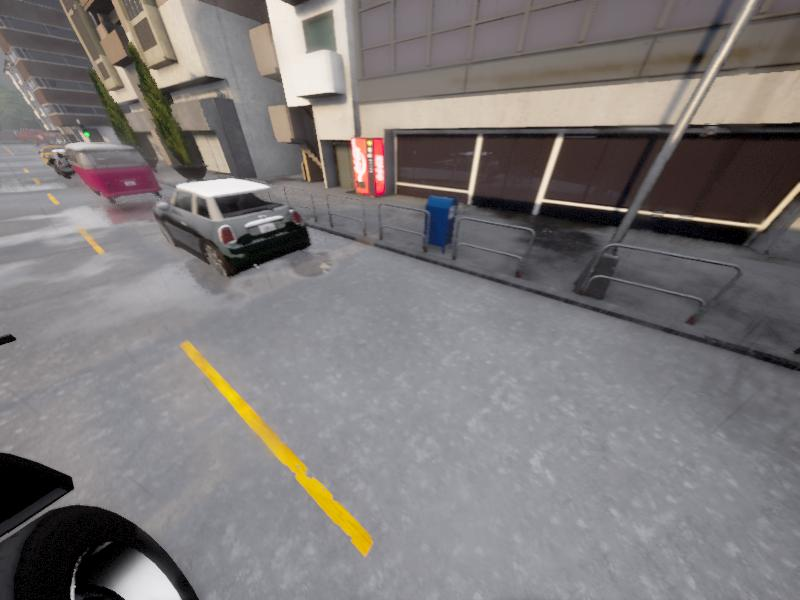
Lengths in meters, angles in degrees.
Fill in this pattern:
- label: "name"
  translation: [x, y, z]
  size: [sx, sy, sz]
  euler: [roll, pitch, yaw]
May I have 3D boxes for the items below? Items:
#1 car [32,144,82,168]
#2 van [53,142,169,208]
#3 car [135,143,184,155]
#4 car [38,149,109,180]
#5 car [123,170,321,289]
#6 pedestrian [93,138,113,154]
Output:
- label: "car"
  translation: [-30.618, -12.975, 20.686]
  size: [5.366, 1.575, 1.801]
  euler: [25, 42, 31]
- label: "van"
  translation: [-12.353, -5.519, 9.914]
  size: [4.442, 1.987, 1.775]
  euler: [22, 41, 28]
- label: "car"
  translation: [-36.017, -22.775, 34.788]
  size: [1.895, 1.301, 4.718]
  euler: [24, 42, 30]
- label: "car"
  translation: [-21.870, -9.192, 15.484]
  size: [3.806, 1.475, 1.970]
  euler: [22, 41, 28]
- label: "car"
  translation: [-3.991, -1.900, 5.293]
  size: [3.806, 1.475, 1.970]
  euler: [22, 41, 28]
- label: "pedestrian"
  translation: [-41.851, -21.731, 32.530]
  size: [0.751, 1.860, 0.751]
  euler: [13, 37, 17]
